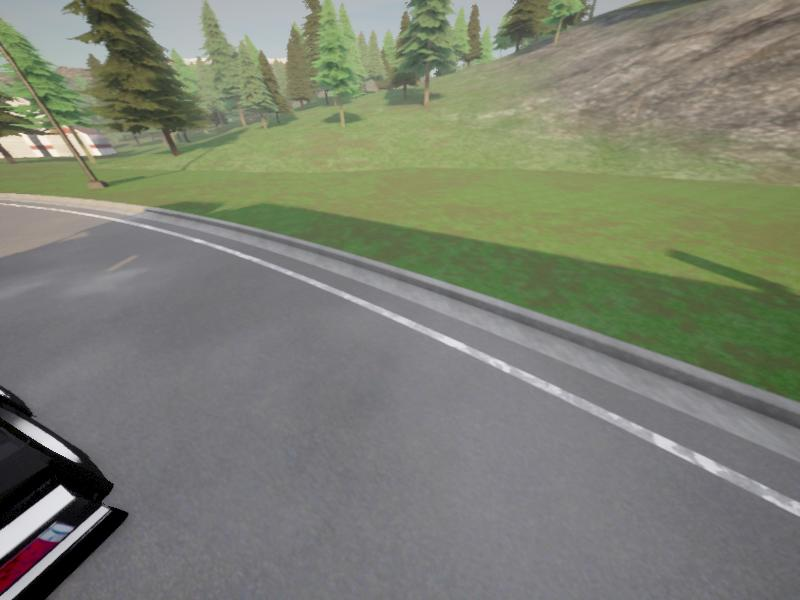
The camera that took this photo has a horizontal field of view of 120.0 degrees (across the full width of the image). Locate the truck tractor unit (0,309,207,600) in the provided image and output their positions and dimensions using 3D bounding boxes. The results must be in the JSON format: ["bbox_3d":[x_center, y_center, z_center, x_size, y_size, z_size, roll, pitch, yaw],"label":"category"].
[{"bbox_3d":[-5.231,-0.159,0.592,6.516,4.208,3.053,13,38,18],"label":"truck tractor unit"}]
